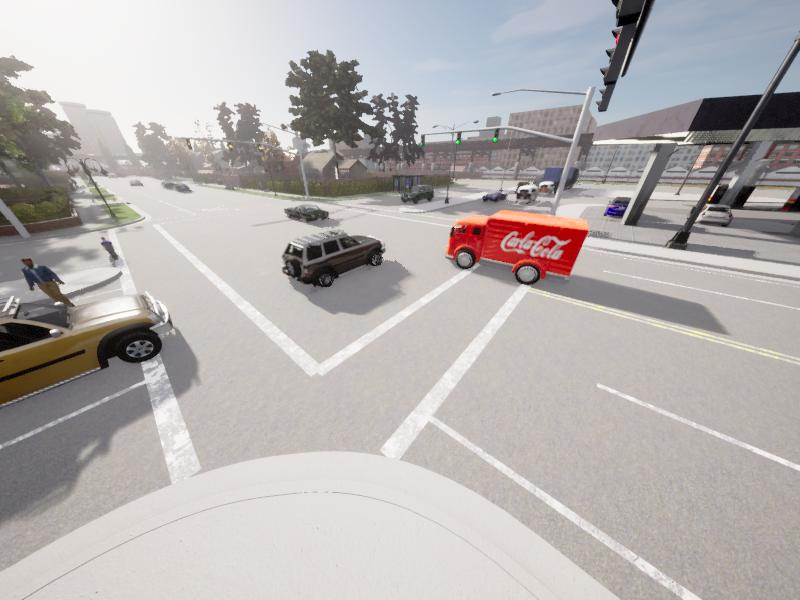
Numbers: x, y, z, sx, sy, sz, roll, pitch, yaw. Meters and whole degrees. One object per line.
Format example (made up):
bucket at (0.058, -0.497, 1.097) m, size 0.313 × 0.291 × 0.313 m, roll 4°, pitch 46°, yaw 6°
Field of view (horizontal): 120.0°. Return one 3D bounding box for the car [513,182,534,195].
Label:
car at (21.537, -19.542, 40.360) m, size 1.905 × 1.878 × 3.866 m, roll 22°, pitch 37°, yaw 34°

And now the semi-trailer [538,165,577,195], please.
semi-trailer at (30.378, -23.195, 44.164) m, size 2.717 × 4.402 × 14.254 m, roll 23°, pitch 37°, yaw 34°

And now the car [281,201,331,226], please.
car at (-8.452, -7.823, 20.660) m, size 4.718 × 1.301 × 1.895 m, roll 23°, pitch 37°, yaw 34°

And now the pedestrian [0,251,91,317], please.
pedestrian at (-11.211, -0.504, 7.370) m, size 0.751 × 1.860 × 0.751 m, roll -16°, pitch 34°, yaw -26°

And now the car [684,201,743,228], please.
car at (25.999, -7.245, 19.370) m, size 1.970 × 1.475 × 3.806 m, roll 23°, pitch 37°, yaw 34°

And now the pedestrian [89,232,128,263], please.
pedestrian at (-14.658, -2.648, 11.644) m, size 0.751 × 1.300 × 0.751 m, roll 24°, pitch 38°, yaw 36°

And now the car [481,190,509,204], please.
car at (13.123, -14.205, 31.715) m, size 1.895 × 1.301 × 4.718 m, roll 22°, pitch 37°, yaw 34°

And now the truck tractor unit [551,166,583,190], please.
truck tractor unit at (35.637, -26.063, 49.324) m, size 6.516 × 4.208 × 3.053 m, roll -27°, pitch 39°, yaw -37°

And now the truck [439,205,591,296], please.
truck at (4.782, -2.508, 10.301) m, size 5.204 × 2.467 × 2.627 m, roll 20°, pitch 35°, yaw 29°

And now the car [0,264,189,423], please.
car at (-7.943, 0.999, 4.797) m, size 1.932 × 1.855 × 4.605 m, roll 22°, pitch 37°, yaw 34°

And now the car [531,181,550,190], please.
car at (30.204, -24.556, 49.544) m, size 2.033 × 1.411 × 5.357 m, roll 23°, pitch 37°, yaw 34°

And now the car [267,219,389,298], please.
car at (-2.795, -2.103, 10.177) m, size 1.932 × 1.855 × 4.605 m, roll 22°, pitch 38°, yaw 34°

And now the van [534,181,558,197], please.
van at (24.434, -18.621, 38.633) m, size 2.069 × 2.038 × 4.480 m, roll 22°, pitch 37°, yaw 33°

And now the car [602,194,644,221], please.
car at (21.088, -8.924, 21.955) m, size 2.242 × 1.667 × 4.611 m, roll 23°, pitch 37°, yaw 34°

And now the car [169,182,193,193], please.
car at (-42.763, -21.980, 44.998) m, size 4.792 × 1.488 × 2.163 m, roll 22°, pitch 37°, yaw 33°

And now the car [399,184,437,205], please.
car at (2.479, -14.378, 31.262) m, size 2.150 × 2.045 × 5.566 m, roll 23°, pitch 37°, yaw 34°

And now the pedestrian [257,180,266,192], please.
pedestrian at (-25.272, -20.734, 42.119) m, size 0.751 × 1.860 × 0.751 m, roll 26°, pitch 39°, yaw 37°

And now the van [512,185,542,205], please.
van at (16.995, -14.123, 30.823) m, size 2.069 × 2.038 × 4.480 m, roll 22°, pitch 37°, yaw 34°
